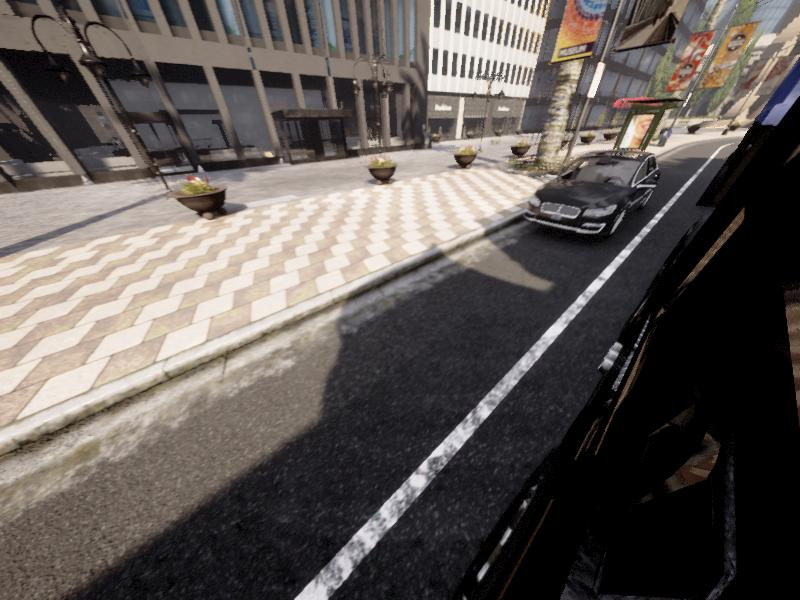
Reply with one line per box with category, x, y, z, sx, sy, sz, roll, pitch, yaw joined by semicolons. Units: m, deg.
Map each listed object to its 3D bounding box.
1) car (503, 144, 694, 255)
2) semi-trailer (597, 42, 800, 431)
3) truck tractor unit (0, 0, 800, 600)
car;5.214;-2.982;6.040;4.892;1.521;2.231;-28;44;-30
semi-trailer;8.719;-3.566;4.242;14.254;4.402;2.717;-28;44;-30
truck tractor unit;2.645;-0.295;0.351;6.516;4.208;3.053;-28;44;-30
